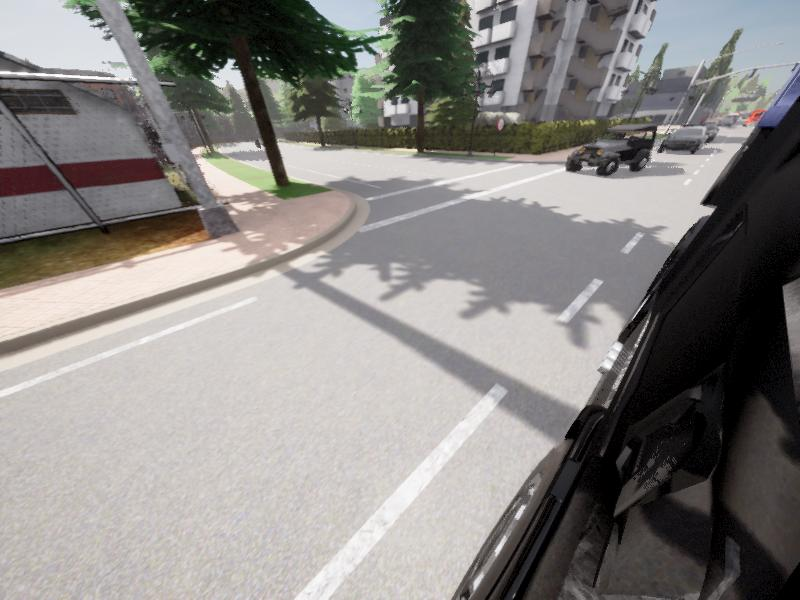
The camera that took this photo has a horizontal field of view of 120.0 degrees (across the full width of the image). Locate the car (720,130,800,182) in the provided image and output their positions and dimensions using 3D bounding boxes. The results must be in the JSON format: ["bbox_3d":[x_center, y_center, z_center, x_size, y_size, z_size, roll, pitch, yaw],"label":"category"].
[{"bbox_3d":[15.914,-6.289,9.888,3.806,1.475,1.970,-28,44,-30],"label":"car"}]

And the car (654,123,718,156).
[{"bbox_3d":[20.552,-11.596,16.575,5.238,1.638,1.930,-28,44,-30],"label":"car"}]

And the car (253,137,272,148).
[{"bbox_3d":[-26.440,-30.277,44.330,2.033,1.411,5.357,-23,41,-25],"label":"car"}]

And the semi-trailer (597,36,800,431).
[{"bbox_3d":[8.747,-3.561,4.195,14.254,4.402,2.717,-27,43,-29],"label":"semi-trailer"}]

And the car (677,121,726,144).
[{"bbox_3d":[28.974,-16.063,22.151,4.974,1.542,2.038,-28,44,-30],"label":"car"}]

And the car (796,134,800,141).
[{"bbox_3d":[36.586,-14.659,19.806,5.366,1.575,1.801,-28,44,-30],"label":"car"}]

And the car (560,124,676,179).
[{"bbox_3d":[10.309,-7.230,11.116,3.866,1.878,1.905,-15,39,-17],"label":"car"}]

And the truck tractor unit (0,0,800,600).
[{"bbox_3d":[2.645,-0.295,0.351,6.516,4.208,3.053,-28,44,-30],"label":"truck tractor unit"}]
